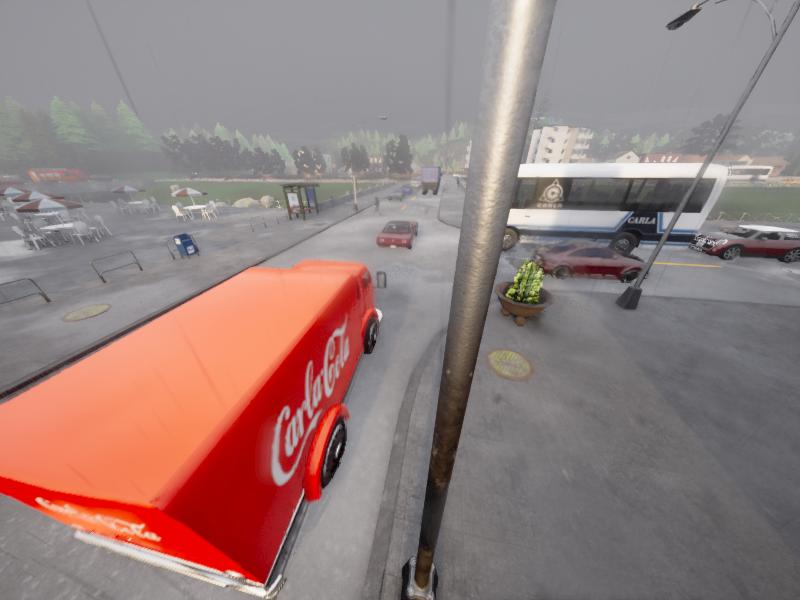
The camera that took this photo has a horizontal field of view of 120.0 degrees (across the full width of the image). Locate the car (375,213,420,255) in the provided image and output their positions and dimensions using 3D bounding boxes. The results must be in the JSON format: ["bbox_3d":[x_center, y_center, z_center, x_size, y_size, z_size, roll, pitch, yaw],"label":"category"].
[{"bbox_3d":[0.019,-4.228,14.240,1.895,1.301,4.718,5,30,9],"label":"car"}]

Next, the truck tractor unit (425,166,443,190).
[{"bbox_3d":[7.270,-26.067,49.147,3.053,4.208,6.516,5,31,9],"label":"truck tractor unit"}]

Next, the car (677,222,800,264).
[{"bbox_3d":[17.843,-3.017,11.961,3.806,1.475,1.970,5,30,8],"label":"car"}]

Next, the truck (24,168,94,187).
[{"bbox_3d":[-83.025,-30.189,56.668,2.891,3.827,8.468,5,30,9],"label":"truck"}]

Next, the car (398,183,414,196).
[{"bbox_3d":[1.083,-18.878,39.384,2.007,1.525,4.514,5,30,9],"label":"car"}]

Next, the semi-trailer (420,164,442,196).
[{"bbox_3d":[5.897,-22.258,42.342,2.717,4.402,14.254,5,30,9],"label":"semi-trailer"}]

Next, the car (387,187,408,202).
[{"bbox_3d":[-0.263,-14.968,32.743,2.033,1.411,5.357,5,30,9],"label":"car"}]

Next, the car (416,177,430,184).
[{"bbox_3d":[6.429,-33.477,64.556,1.930,1.638,5.238,14,33,24],"label":"car"}]

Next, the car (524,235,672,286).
[{"bbox_3d":[8.058,-1.771,9.910,4.181,1.385,1.994,3,30,6],"label":"car"}]

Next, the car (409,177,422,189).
[{"bbox_3d":[3.390,-25.706,50.684,2.150,2.045,5.566,5,31,8],"label":"car"}]

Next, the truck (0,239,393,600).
[{"bbox_3d":[-1.957,0.875,4.237,2.627,2.467,5.204,5,31,9],"label":"truck"}]

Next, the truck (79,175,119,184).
[{"bbox_3d":[-85.359,-34.368,65.635,2.390,2.098,6.274,5,30,9],"label":"truck"}]

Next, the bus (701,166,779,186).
[{"bbox_3d":[85.723,-31.528,58.560,10.273,4.253,3.944,5,30,9],"label":"bus"}]

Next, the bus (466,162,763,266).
[{"bbox_3d":[9.322,-4.873,12.401,10.273,4.253,3.944,5,30,8],"label":"bus"}]

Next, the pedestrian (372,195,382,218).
[{"bbox_3d":[-2.085,-8.591,21.188,0.751,1.860,0.751,4,30,6],"label":"pedestrian"}]
